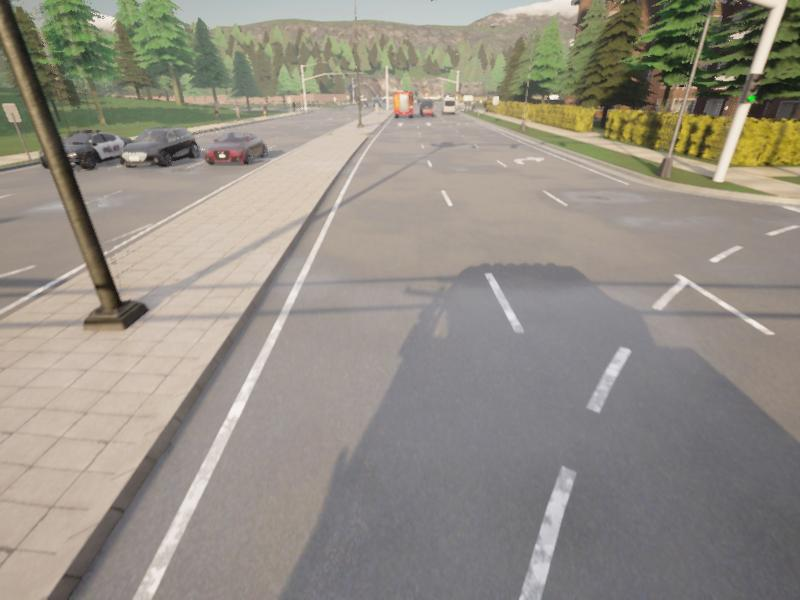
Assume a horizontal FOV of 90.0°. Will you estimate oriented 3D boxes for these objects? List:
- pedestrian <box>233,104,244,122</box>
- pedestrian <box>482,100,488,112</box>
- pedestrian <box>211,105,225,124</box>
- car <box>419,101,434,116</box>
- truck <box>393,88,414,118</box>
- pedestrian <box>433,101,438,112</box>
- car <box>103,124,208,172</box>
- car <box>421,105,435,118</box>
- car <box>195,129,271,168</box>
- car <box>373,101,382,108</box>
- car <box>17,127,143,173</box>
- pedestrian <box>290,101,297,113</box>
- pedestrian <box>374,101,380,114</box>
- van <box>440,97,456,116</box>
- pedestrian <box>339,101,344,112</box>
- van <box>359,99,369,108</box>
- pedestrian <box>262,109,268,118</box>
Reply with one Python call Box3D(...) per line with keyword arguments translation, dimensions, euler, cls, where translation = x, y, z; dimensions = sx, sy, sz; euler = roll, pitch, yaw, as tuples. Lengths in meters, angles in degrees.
Box3D(translation=(-19.512, -22.602, 48.329), dimensions=(0.751, 1.860, 0.751), euler=(1, 27, 3), cls="pedestrian")
Box3D(translation=(14.589, -33.305, 68.768), dimensions=(0.751, 1.860, 0.751), euler=(0, 27, 0), cls="pedestrian")
Box3D(translation=(-19.967, -20.318, 43.895), dimensions=(0.751, 1.860, 0.751), euler=(1, 27, 3), cls="pedestrian")
Box3D(translation=(4.295, -31.505, 65.571), dimensions=(2.150, 2.045, 5.566), euler=(0, 27, 1), cls="car")
Box3D(translation=(0.648, -29.559, 59.887), dimensions=(2.891, 3.827, 8.468), euler=(0, 27, 1), cls="truck")
Box3D(translation=(6.850, -37.217, 76.792), dimensions=(0.751, 1.860, 0.751), euler=(-2, 27, -3), cls="pedestrian")
Box3D(translation=(-11.827, -7.667, 19.878), dimensions=(2.033, 1.649, 4.856), euler=(0, 27, 1), cls="car")
Box3D(translation=(4.098, -28.048, 59.332), dimensions=(1.851, 1.617, 3.988), euler=(1, 27, 2), cls="car")
Box3D(translation=(-8.275, -7.763, 20.308), dimensions=(1.994, 1.385, 4.181), euler=(0, 27, 0), cls="car")
Box3D(translation=(-5.716, -50.076, 102.495), dimensions=(1.994, 1.385, 4.181), euler=(1, 27, 2), cls="car")
Box3D(translation=(-15.321, -7.487, 19.678), dimensions=(2.038, 1.542, 4.974), euler=(0, 27, 1), cls="car")
Box3D(translation=(-18.269, -33.189, 68.891), dimensions=(0.751, 1.860, 0.751), euler=(4, 27, 8), cls="pedestrian")
Box3D(translation=(-3.680, -30.861, 64.226), dimensions=(0.751, 1.860, 0.751), euler=(-4, 27, -6), cls="pedestrian")
Box3D(translation=(7.787, -31.461, 64.906), dimensions=(1.988, 2.561, 5.915), euler=(0, 27, 1), cls="van")
Box3D(translation=(-11.117, -36.752, 76.098), dimensions=(0.751, 1.860, 0.751), euler=(-1, 27, -1), cls="pedestrian")
Box3D(translation=(-9.197, -50.611, 102.869), dimensions=(2.069, 2.038, 4.480), euler=(1, 27, 2), cls="van")
Box3D(translation=(-18.686, -25.752, 55.273), dimensions=(0.500, 1.100, 0.500), euler=(1, 27, 2), cls="pedestrian")
